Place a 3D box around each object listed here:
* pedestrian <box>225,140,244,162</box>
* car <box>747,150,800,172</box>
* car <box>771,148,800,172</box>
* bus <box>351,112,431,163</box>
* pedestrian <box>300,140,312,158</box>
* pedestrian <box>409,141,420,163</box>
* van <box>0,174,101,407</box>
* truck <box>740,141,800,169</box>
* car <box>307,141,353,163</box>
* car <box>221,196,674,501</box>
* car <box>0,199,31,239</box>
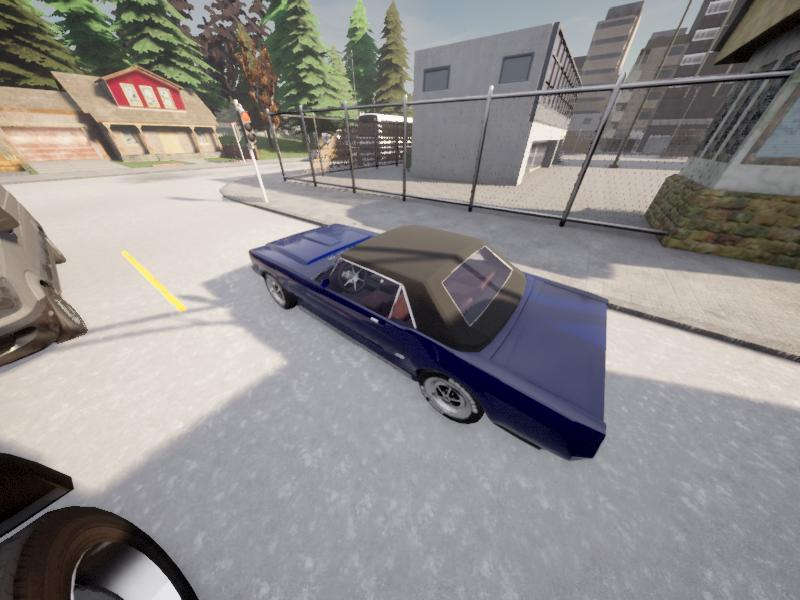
[{"bbox_3d":[-16.499,-14.859,23.060,0.751,1.860,0.751,23,41,28],"label":"pedestrian"},{"bbox_3d":[34.002,-11.565,19.227,5.357,1.415,2.033,23,41,28],"label":"car"},{"bbox_3d":[33.741,-11.572,19.110,1.789,1.547,3.705,23,41,28],"label":"car"},{"bbox_3d":[-0.611,-19.523,27.940,3.944,4.253,10.273,22,41,28],"label":"bus"},{"bbox_3d":[-11.654,-18.776,28.656,0.751,1.860,0.751,23,41,29],"label":"pedestrian"},{"bbox_3d":[1.491,-15.125,23.562,0.751,1.860,0.751,-21,40,-27],"label":"pedestrian"},{"bbox_3d":[-6.596,-0.859,2.897,5.915,2.561,1.988,24,41,30],"label":"van"},{"bbox_3d":[36.441,-13.612,21.608,4.478,2.038,2.069,23,41,28],"label":"truck"},{"bbox_3d":[-7.773,-16.788,26.067,1.932,1.855,4.605,22,40,27],"label":"car"},{"bbox_3d":[-0.119,-0.260,3.159,4.718,1.301,1.895,24,41,29],"label":"car"},{"bbox_3d":[-12.530,-2.528,6.064,3.705,1.549,1.789,15,38,19],"label":"car"}]
